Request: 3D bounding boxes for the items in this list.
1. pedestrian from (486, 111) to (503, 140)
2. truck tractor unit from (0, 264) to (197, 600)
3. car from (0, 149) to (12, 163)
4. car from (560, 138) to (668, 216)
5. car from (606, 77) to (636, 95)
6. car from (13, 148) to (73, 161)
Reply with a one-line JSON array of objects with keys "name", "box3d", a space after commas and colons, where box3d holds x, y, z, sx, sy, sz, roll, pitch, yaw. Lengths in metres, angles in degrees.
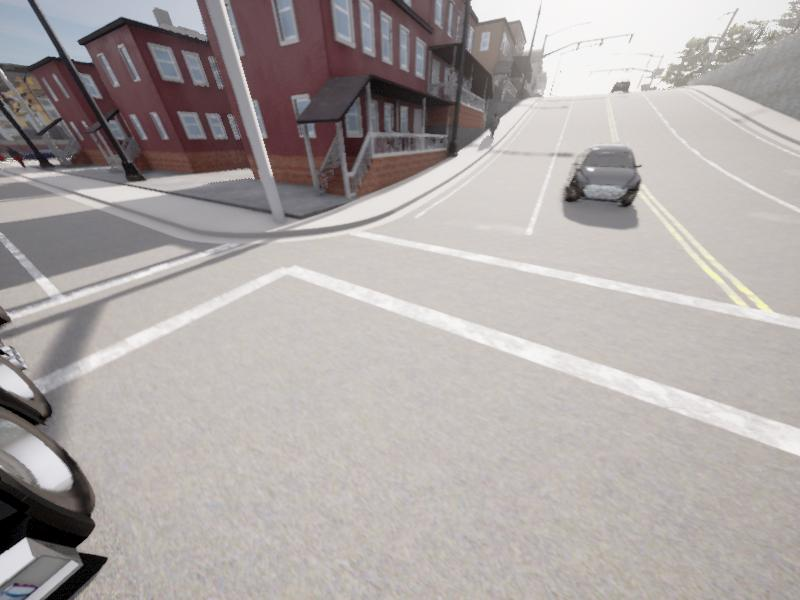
[{"name": "pedestrian", "box3d": [7.878, -14.503, 19.288, 0.751, 1.860, 0.751, 17, 38, 23]}, {"name": "truck tractor unit", "box3d": [-5.113, -0.297, 0.787, 6.516, 4.208, 3.053, 18, 39, 24]}, {"name": "car", "box3d": [-53.955, -17.926, 28.968, 1.882, 1.535, 5.008, 12, 36, 17]}, {"name": "car", "box3d": [7.788, -5.010, 8.950, 2.033, 1.649, 4.856, 18, 44, 24]}, {"name": "car", "box3d": [31.376, -30.471, 32.929, 2.128, 1.511, 4.902, 18, 43, 25]}, {"name": "car", "box3d": [-54.400, -22.293, 35.333, 1.812, 1.442, 4.674, 18, 39, 24]}]
